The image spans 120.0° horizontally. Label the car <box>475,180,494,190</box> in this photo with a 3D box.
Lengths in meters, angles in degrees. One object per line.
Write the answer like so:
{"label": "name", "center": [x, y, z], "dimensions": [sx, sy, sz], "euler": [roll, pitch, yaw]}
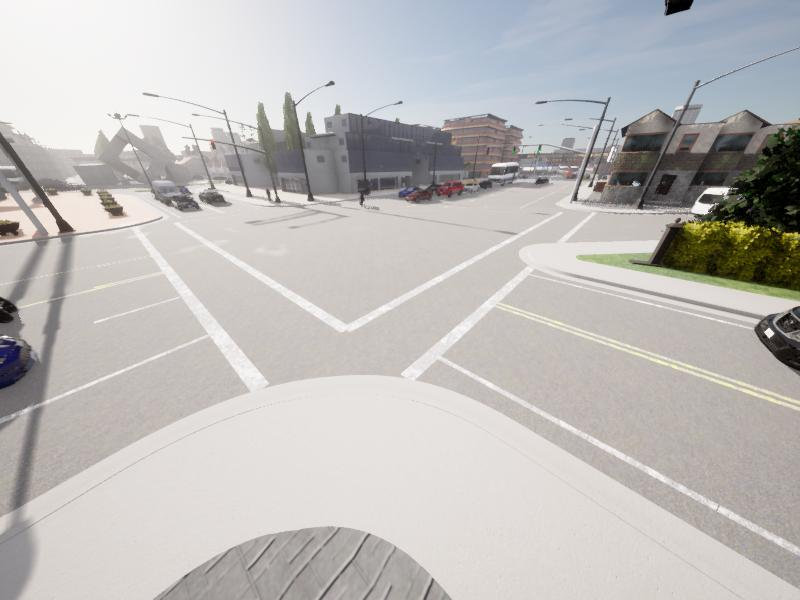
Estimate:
{"label": "car", "center": [16.769, -22.828, 45.709], "dimensions": [1.816, 1.474, 4.193], "euler": [23, 38, 34]}

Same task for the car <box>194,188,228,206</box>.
{"label": "car", "center": [-24.688, -13.549, 30.136], "dimensions": [5.238, 1.638, 1.930], "euler": [23, 37, 34]}

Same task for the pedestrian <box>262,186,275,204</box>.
{"label": "pedestrian", "center": [-16.295, -13.012, 28.641], "dimensions": [0.751, 1.860, 0.751], "euler": [24, 38, 36]}

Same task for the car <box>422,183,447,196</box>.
{"label": "car", "center": [5.948, -18.877, 39.331], "dimensions": [1.837, 1.490, 4.892], "euler": [22, 38, 34]}

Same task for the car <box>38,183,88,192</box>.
{"label": "car", "center": [-65.528, -21.997, 45.001], "dimensions": [5.357, 1.411, 2.033], "euler": [-5, 30, -9]}

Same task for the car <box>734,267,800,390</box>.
{"label": "car", "center": [11.035, 1.388, 3.860], "dimensions": [5.566, 2.045, 2.150], "euler": [23, 37, 34]}

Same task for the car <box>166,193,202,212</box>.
{"label": "car", "center": [-24.281, -11.043, 25.962], "dimensions": [4.193, 1.474, 1.816], "euler": [23, 37, 34]}

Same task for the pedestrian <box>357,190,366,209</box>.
{"label": "pedestrian", "center": [-4.338, -11.312, 25.995], "dimensions": [0.751, 1.860, 0.751], "euler": [0, 30, -1]}

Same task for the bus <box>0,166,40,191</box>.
{"label": "bus", "center": [-82.949, -26.167, 49.373], "dimensions": [10.273, 4.253, 3.944], "euler": [25, 38, 36]}

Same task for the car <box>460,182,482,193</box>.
{"label": "car", "center": [12.812, -20.326, 41.678], "dimensions": [1.812, 1.442, 4.674], "euler": [23, 38, 34]}

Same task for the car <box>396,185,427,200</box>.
{"label": "car", "center": [1.789, -16.373, 35.030], "dimensions": [1.882, 1.535, 5.008], "euler": [22, 37, 34]}

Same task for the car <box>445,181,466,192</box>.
{"label": "car", "center": [10.656, -21.736, 44.166], "dimensions": [1.994, 1.385, 4.181], "euler": [24, 39, 35]}

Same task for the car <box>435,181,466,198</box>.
{"label": "car", "center": [7.987, -17.597, 36.574], "dimensions": [2.150, 2.045, 5.566], "euler": [23, 37, 34]}

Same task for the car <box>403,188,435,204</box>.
{"label": "car", "center": [2.626, -14.070, 31.160], "dimensions": [1.812, 1.442, 4.674], "euler": [23, 37, 34]}

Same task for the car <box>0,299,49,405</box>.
{"label": "car", "center": [-10.223, 1.900, 3.703], "dimensions": [2.163, 1.488, 4.792], "euler": [23, 38, 34]}

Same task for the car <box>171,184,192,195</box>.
{"label": "car", "center": [-38.701, -19.658, 40.885], "dimensions": [4.193, 1.474, 1.816], "euler": [26, 39, 38]}

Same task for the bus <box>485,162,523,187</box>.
{"label": "bus", "center": [23.187, -28.019, 51.379], "dimensions": [3.944, 4.253, 10.273], "euler": [23, 39, 34]}

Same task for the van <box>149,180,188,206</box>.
{"label": "van", "center": [-29.986, -13.922, 29.886], "dimensions": [5.915, 2.561, 1.988], "euler": [23, 37, 34]}

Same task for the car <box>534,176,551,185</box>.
{"label": "car", "center": [32.120, -26.938, 51.966], "dimensions": [1.882, 1.535, 5.008], "euler": [23, 38, 34]}

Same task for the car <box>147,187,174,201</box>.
{"label": "car", "center": [-35.140, -15.621, 33.838], "dimensions": [3.633, 1.501, 1.845], "euler": [22, 37, 33]}

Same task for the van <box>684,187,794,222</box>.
{"label": "van", "center": [29.798, -8.498, 20.490], "dimensions": [5.915, 2.561, 1.988], "euler": [-3, 30, -5]}

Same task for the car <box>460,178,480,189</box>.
{"label": "car", "center": [14.715, -24.380, 48.283], "dimensions": [1.882, 1.535, 5.008], "euler": [23, 39, 34]}

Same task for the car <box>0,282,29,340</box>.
{"label": "car", "center": [-13.411, 1.018, 5.090], "dimensions": [1.930, 1.638, 5.238], "euler": [23, 38, 34]}

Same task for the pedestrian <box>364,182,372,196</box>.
{"label": "pedestrian", "center": [-4.931, -17.258, 35.976], "dimensions": [0.751, 1.860, 0.751], "euler": [-25, 38, -36]}
